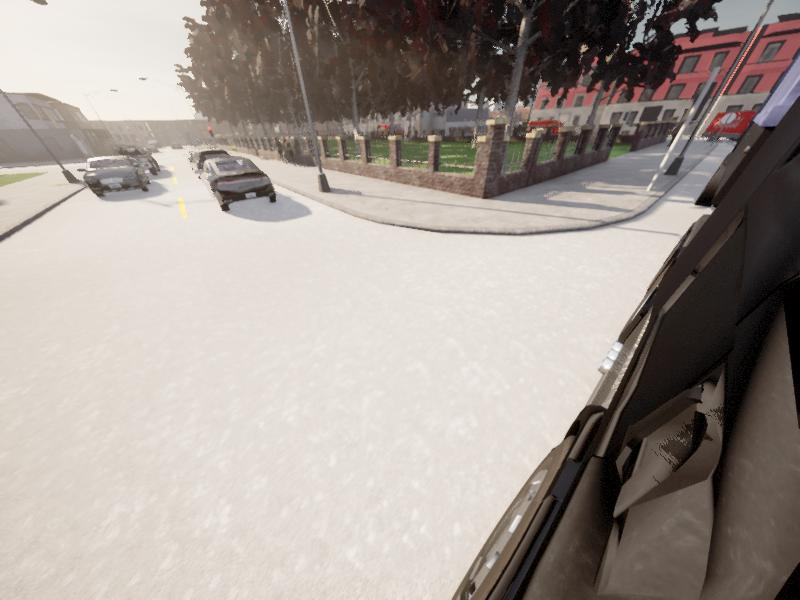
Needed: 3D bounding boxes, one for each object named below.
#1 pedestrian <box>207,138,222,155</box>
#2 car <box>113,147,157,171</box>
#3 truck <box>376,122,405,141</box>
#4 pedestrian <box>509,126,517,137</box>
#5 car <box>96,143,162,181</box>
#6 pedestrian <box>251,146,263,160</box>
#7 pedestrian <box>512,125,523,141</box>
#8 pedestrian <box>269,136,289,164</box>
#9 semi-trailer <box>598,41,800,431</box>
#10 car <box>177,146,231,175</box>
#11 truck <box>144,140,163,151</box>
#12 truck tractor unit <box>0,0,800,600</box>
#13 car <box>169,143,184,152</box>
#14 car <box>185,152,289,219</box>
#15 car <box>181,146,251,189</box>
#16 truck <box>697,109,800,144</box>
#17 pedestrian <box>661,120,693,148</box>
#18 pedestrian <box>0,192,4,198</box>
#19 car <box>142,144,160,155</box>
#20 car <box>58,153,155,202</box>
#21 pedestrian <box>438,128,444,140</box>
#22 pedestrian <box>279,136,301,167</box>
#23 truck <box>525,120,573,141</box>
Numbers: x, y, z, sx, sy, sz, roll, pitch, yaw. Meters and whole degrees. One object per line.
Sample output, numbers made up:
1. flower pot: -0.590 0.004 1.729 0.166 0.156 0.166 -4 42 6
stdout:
1. pedestrian: -24.739 -20.497 30.804 0.751 1.860 0.751 -17 39 -19
2. car: -23.757 -12.814 20.902 1.837 1.490 4.892 -28 43 -30
3. truck: -2.490 -44.616 61.130 2.891 3.827 8.468 -28 43 -30
4. pedestrian: 24.205 -36.222 49.550 0.751 1.860 0.751 -14 38 -15
5. car: -18.988 -9.972 16.489 1.932 1.855 4.605 -26 42 -28
6. pedestrian: -14.194 -14.606 22.933 0.500 1.100 0.500 28 46 34
7. pedestrian: 18.054 -25.643 35.502 0.751 1.860 0.751 -28 44 -30
8. pedestrian: -9.896 -12.249 18.887 0.751 1.860 0.751 -28 44 -30
9. semi-trailer: 8.696 -3.582 4.267 14.254 4.402 2.717 -28 44 -30
10. car: -15.023 -10.762 17.657 2.128 1.511 4.902 -30 45 -32
11. truck: -63.391 -39.964 59.505 2.390 2.098 6.274 -28 43 -30
12. truck tractor unit: 2.645 -0.295 0.351 6.516 4.208 3.053 -28 44 -30
13. car: -49.895 -34.163 51.561 1.970 1.475 3.806 -28 43 -30
14. car: -6.485 -4.688 9.005 2.128 1.511 4.902 -28 43 -30
15. car: -10.664 -7.771 13.290 2.033 1.649 4.856 -29 44 -31
16. truck: 33.927 -16.933 22.608 2.627 2.467 5.204 2 37 2
17. pedestrian: 23.258 -13.943 19.431 0.751 1.860 0.751 -18 39 -20
18. pedestrian: -19.164 -5.450 10.192 0.751 1.860 0.751 29 46 35
19. car: -46.050 -27.857 42.797 1.812 1.442 4.674 -28 43 -30
20. car: -14.430 -6.428 11.773 2.128 1.511 4.902 -28 44 -30
21. pedestrian: 8.035 -32.499 45.286 0.751 1.860 0.751 -28 43 -30
22. pedestrian: -8.150 -11.055 17.181 0.751 1.860 0.751 -27 43 -30
23. truck: 23.242 -26.687 36.339 2.627 2.467 5.204 -28 44 -30
